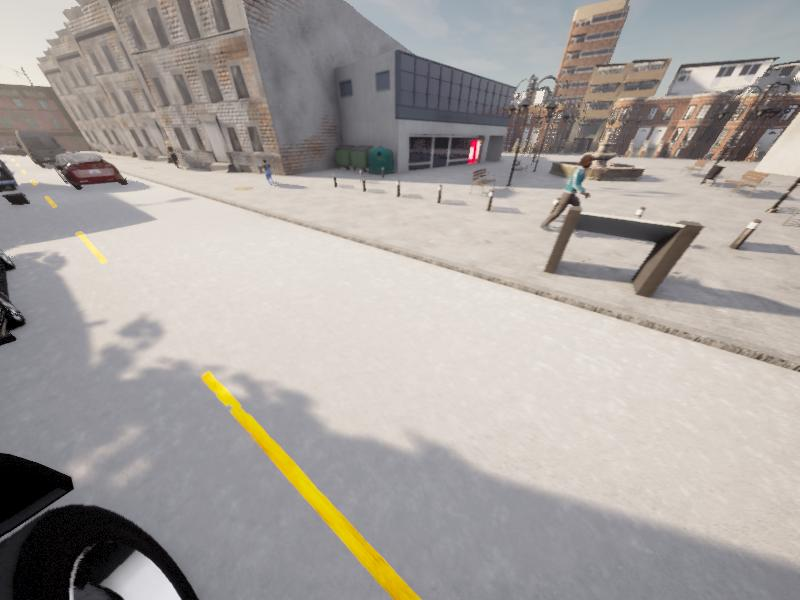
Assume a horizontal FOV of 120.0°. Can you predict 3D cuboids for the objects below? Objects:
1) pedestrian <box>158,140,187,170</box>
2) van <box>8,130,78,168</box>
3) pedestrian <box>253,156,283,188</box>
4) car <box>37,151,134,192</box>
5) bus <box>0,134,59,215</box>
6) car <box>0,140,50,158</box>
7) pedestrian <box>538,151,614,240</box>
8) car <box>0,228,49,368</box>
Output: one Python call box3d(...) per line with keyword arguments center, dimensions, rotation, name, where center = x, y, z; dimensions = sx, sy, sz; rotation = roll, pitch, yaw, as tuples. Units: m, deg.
box3d(center=(-17.093, -10.895, 17.382), dimensions=(0.751, 1.860, 0.751), rotation=(24, 42, 30), name="pedestrian")
box3d(center=(-31.524, -13.368, 20.396), dimensions=(5.915, 2.561, 1.988), rotation=(22, 41, 28), name="van")
box3d(center=(-6.677, -6.510, 11.738), dimensions=(0.751, 1.300, 0.751), rotation=(26, 42, 31), name="pedestrian")
box3d(center=(-17.147, -7.148, 12.617), dimensions=(4.792, 1.488, 2.163), rotation=(22, 41, 28), name="car")
box3d(center=(-18.373, -6.062, 8.657), dimensions=(10.273, 4.253, 3.944), rotation=(22, 41, 27), name="bus")
box3d(center=(-50.139, -19.996, 30.557), dimensions=(4.605, 1.855, 1.932), rotation=(7, 36, 10), name="car")
box3d(center=(4.353, -2.615, 5.823), dimensions=(0.751, 1.860, 0.751), rotation=(-28, 44, -34), name="pedestrian")
box3d(center=(-7.313, -0.357, 3.143), dimensions=(5.357, 1.411, 2.033), rotation=(22, 41, 28), name="car")
